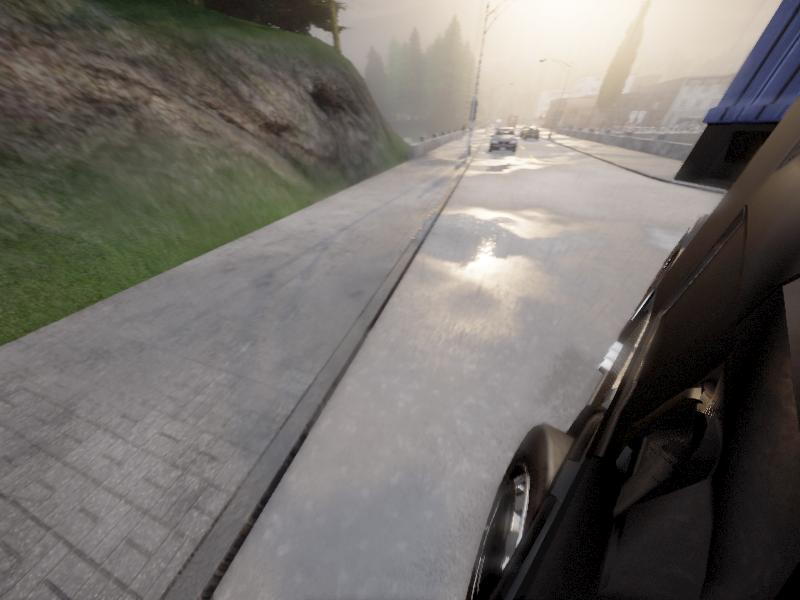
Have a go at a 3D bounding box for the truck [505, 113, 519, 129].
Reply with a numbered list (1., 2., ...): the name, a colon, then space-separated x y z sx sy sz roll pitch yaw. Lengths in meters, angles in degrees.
1. truck: 36.194 -57.935 74.931 2.891 3.827 8.468 11 39 15

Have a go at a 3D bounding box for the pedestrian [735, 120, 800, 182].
1. pedestrian: 14.078 -5.499 8.593 0.751 1.860 0.751 10 39 14

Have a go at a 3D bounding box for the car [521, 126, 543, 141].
1. car: 17.944 -22.786 31.544 1.816 1.474 4.193 11 39 15

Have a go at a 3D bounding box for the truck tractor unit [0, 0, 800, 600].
1. truck tractor unit: 2.645 -0.295 0.351 6.516 4.208 3.053 -28 43 -30

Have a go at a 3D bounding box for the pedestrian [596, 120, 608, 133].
1. pedestrian: 35.747 -30.710 40.916 0.751 1.860 0.751 11 39 15

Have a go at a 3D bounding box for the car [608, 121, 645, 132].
1. car: 47.437 -36.492 48.567 5.027 1.651 2.152 11 39 15

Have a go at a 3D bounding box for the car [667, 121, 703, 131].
1. car: 56.819 -34.674 46.099 3.806 1.475 1.970 11 39 15

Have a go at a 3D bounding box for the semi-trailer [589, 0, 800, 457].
1. semi-trailer: 10.121 -1.415 1.463 14.254 4.402 2.717 -2 37 -2

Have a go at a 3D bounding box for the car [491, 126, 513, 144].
1. car: 12.461 -20.394 28.438 2.033 1.649 4.856 11 39 15

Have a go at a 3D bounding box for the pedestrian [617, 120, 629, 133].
1. pedestrian: 40.413 -31.528 41.871 0.751 1.860 0.751 10 39 14

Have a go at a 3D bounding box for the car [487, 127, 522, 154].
1. car: 9.082 -14.093 20.278 2.242 1.667 4.611 11 39 15

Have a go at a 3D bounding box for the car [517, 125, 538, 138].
1. car: 19.998 -26.653 36.483 2.038 1.542 4.974 11 39 15
